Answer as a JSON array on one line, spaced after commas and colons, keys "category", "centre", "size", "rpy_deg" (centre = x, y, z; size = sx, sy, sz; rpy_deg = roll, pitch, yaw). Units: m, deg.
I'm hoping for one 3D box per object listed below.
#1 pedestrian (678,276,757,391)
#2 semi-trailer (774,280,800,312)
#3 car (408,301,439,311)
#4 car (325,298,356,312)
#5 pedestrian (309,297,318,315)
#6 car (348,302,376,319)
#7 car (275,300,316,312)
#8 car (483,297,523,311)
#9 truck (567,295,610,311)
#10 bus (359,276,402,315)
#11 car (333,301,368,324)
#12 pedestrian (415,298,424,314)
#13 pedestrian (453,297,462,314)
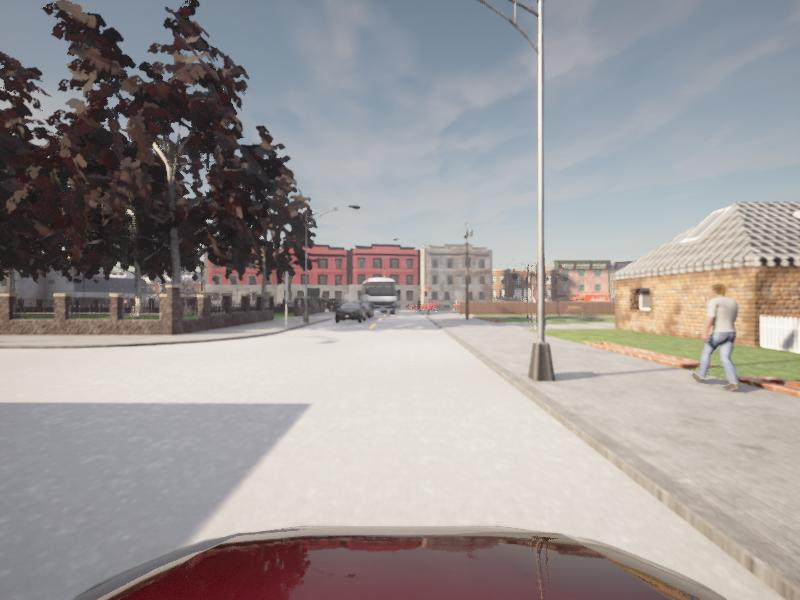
[{"category": "pedestrian", "centre": [5.390, 0.543, 6.837], "size": [0.751, 1.860, 0.751], "rpy_deg": [0, 0, 1]}, {"category": "semi-trailer", "centre": [60.485, -0.537, 55.674], "size": [14.254, 4.402, 2.717], "rpy_deg": [0, 0, 1]}, {"category": "car", "centre": [3.486, 0.917, 60.303], "size": [4.514, 1.525, 2.007], "rpy_deg": [0, 0, 1]}, {"category": "car", "centre": [-8.349, 0.729, 55.950], "size": [3.866, 1.878, 1.905], "rpy_deg": [0, 0, 11]}, {"category": "pedestrian", "centre": [-8.771, 0.594, 40.692], "size": [0.751, 1.860, 0.751], "rpy_deg": [0, 0, 0]}, {"category": "car", "centre": [-3.467, 0.950, 37.427], "size": [2.033, 1.411, 5.357], "rpy_deg": [0, 0, 1]}, {"category": "car", "centre": [-14.735, 0.855, 56.478], "size": [5.238, 1.638, 1.930], "rpy_deg": [0, 0, 1]}, {"category": "car", "centre": [15.457, 0.657, 60.190], "size": [5.566, 2.045, 2.150], "rpy_deg": [0, 0, 1]}, {"category": "truck", "centre": [28.168, 0.445, 60.060], "size": [5.204, 2.467, 2.627], "rpy_deg": [0, 0, 1]}, {"category": "bus", "centre": [-2.614, -0.462, 48.383], "size": [3.944, 4.253, 10.273], "rpy_deg": [0, 0, -10]}, {"category": "car", "centre": [-3.609, 0.867, 30.003], "size": [1.882, 1.535, 5.008], "rpy_deg": [0, 0, 1]}, {"category": "pedestrian", "centre": [2.332, 0.709, 48.290], "size": [0.751, 1.860, 0.751], "rpy_deg": [0, 0, 41]}, {"category": "pedestrian", "centre": [6.536, 0.592, 45.454], "size": [0.751, 1.860, 0.751], "rpy_deg": [0, 0, -43]}]
